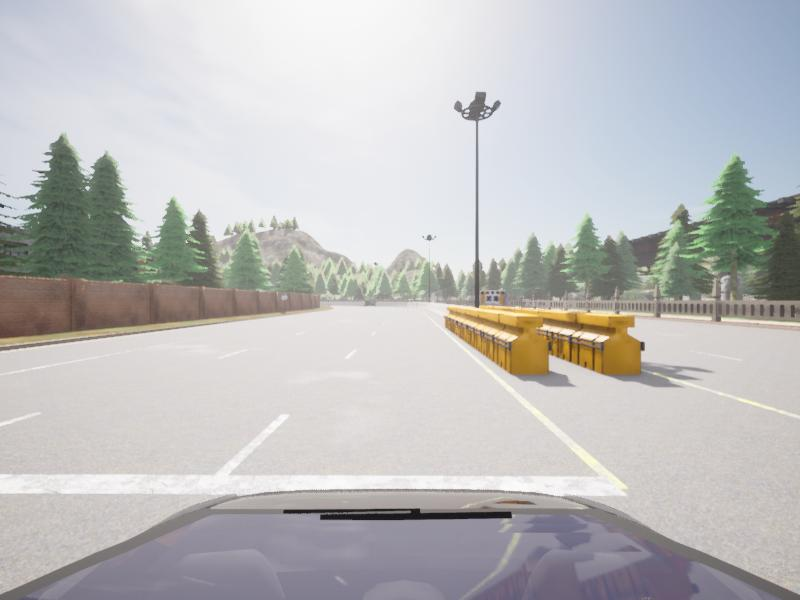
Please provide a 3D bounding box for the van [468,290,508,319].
[{"bbox_3d":[7.910,0.379,36.736,2.351,2.431,6.366,0,0,1],"label":"van"}]
